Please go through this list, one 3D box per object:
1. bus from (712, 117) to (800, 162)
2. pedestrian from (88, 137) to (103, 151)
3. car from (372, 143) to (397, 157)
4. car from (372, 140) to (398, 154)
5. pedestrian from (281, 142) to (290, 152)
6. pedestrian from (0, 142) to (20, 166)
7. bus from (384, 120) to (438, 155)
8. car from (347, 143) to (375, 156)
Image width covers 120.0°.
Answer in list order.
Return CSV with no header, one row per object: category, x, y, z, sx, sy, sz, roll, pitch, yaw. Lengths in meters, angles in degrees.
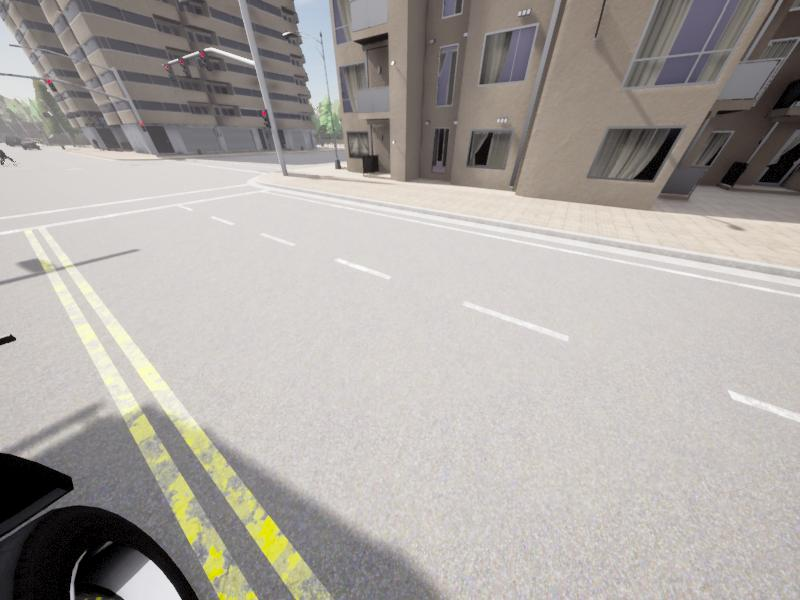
bus,48.435,-19.814,28.597,3.944,4.253,10.273,-12,37,-19
pedestrian,-51.981,-26.668,39.474,0.751,1.860,0.751,23,41,29
car,-2.202,-21.723,33.405,1.845,1.501,3.633,21,40,26
car,-2.424,-25.376,38.285,1.932,1.855,4.605,21,40,26
pedestrian,-19.671,-26.348,39.740,0.751,1.300,0.751,21,40,27
pedestrian,-34.823,-12.824,20.210,0.751,1.860,0.751,22,41,28
bus,2.071,-26.740,38.193,3.944,4.253,10.273,21,40,26
car,-5.707,-22.317,34.269,1.970,1.475,3.806,21,40,26
